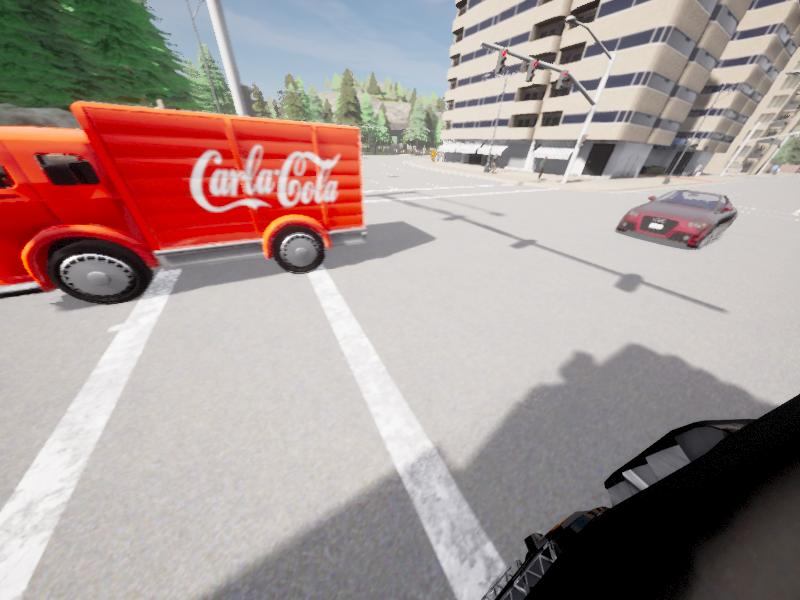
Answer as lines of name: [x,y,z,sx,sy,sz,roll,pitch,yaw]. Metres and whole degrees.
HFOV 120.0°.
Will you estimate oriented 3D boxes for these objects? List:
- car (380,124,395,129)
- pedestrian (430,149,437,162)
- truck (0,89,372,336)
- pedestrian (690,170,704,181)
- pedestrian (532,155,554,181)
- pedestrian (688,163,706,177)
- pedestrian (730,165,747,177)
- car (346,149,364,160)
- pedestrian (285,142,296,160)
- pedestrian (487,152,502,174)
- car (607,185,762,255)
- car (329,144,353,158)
car: [-4.741,-66.532,88.554,5.357,1.411,2.033,-19,39,-24]
pedestrian: [5.532,-23.816,38.097,0.751,1.860,0.751,2,34,-2]
truck: [-3.468,-1.849,4.230,5.204,2.467,2.627,-16,38,-26]
pedestrian: [36.855,-15.447,28.657,0.500,1.100,0.500,-15,38,-25]
pedestrian: [12.279,-11.340,19.833,0.751,1.860,0.751,-12,37,-22]
pedestrian: [45.212,-19.809,35.164,0.751,1.860,0.751,-17,38,-27]
pedestrian: [58.218,-22.185,39.722,0.751,1.860,0.751,-17,38,-27]
car: [-7.673,-25.302,40.030,1.812,1.442,4.674,6,34,5]
pedestrian: [-13.757,-18.764,29.038,0.751,1.860,0.751,-4,34,-10]
pedestrian: [9.552,-13.835,23.382,0.751,1.860,0.751,-17,38,-27]
car: [9.300,-2.822,7.602,4.181,1.385,1.994,-16,38,-26]
car: [-10.740,-27.583,42.686,2.150,2.045,5.566,8,34,8]
